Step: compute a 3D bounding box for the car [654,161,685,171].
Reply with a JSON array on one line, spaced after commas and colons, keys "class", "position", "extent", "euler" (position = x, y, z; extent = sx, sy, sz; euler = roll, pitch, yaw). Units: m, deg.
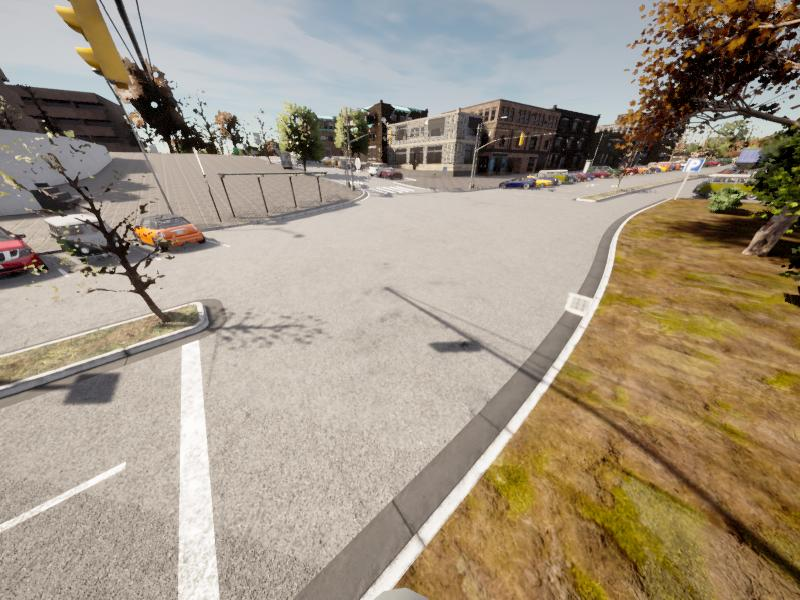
[{"class": "car", "position": [68.170, -33.897, 58.556], "extent": [4.442, 1.987, 1.878], "euler": [22, 38, 35]}]

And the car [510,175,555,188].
[{"class": "car", "position": [19.246, -17.332, 33.735], "extent": [5.366, 1.575, 1.946], "euler": [18, 36, 31]}]

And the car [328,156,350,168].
[{"class": "car", "position": [-12.791, -29.317, 49.059], "extent": [1.878, 1.987, 4.442], "euler": [21, 37, 23]}]

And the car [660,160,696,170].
[{"class": "car", "position": [73.317, -35.569, 61.045], "extent": [5.566, 2.045, 2.435], "euler": [22, 38, 36]}]

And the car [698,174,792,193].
[{"class": "car", "position": [37.900, -13.039, 25.682], "extent": [5.366, 1.575, 1.946], "euler": [21, 38, 31]}]

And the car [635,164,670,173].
[{"class": "car", "position": [60.044, -31.365, 55.174], "extent": [5.366, 1.575, 1.946], "euler": [22, 38, 35]}]

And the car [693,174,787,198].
[{"class": "car", "position": [33.092, -11.306, 22.797], "extent": [4.553, 1.767, 2.185], "euler": [20, 37, 31]}]

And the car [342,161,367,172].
[{"class": "car", "position": [-8.914, -26.385, 45.522], "extent": [2.231, 1.521, 4.892], "euler": [21, 37, 23]}]

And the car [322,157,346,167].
[{"class": "car", "position": [-14.577, -30.665, 51.280], "extent": [1.946, 1.575, 5.366], "euler": [21, 37, 23]}]

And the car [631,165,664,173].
[{"class": "car", "position": [57.558, -30.497, 53.847], "extent": [5.008, 1.535, 2.097], "euler": [22, 37, 35]}]

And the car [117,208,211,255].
[{"class": "car", "position": [-13.789, -4.164, 13.541], "extent": [4.553, 1.767, 2.185], "euler": [15, 35, 27]}]

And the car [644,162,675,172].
[{"class": "car", "position": [62.903, -32.281, 56.119], "extent": [4.442, 1.987, 1.878], "euler": [22, 38, 35]}]

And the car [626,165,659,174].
[{"class": "car", "position": [54.944, -29.664, 52.587], "extent": [4.892, 1.521, 2.231], "euler": [22, 38, 35]}]

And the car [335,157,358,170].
[{"class": "car", "position": [-10.866, -27.919, 47.185], "extent": [1.878, 1.987, 4.442], "euler": [21, 37, 23]}]

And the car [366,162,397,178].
[{"class": "car", "position": [-3.124, -22.424, 39.795], "extent": [2.435, 2.045, 5.566], "euler": [21, 37, 23]}]

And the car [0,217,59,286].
[{"class": "car", "position": [-18.453, -2.226, 10.271], "extent": [5.566, 2.045, 2.435], "euler": [15, 34, 27]}]

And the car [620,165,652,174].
[{"class": "car", "position": [52.328, -28.939, 51.258], "extent": [4.553, 1.767, 2.185], "euler": [21, 38, 34]}]

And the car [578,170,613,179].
[{"class": "car", "position": [36.781, -23.674, 43.552], "extent": [4.674, 1.452, 2.002], "euler": [20, 37, 33]}]

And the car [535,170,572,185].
[{"class": "car", "position": [24.186, -19.390, 36.497], "extent": [4.442, 1.987, 1.878], "euler": [19, 36, 31]}]

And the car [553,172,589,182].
[{"class": "car", "position": [29.144, -21.005, 39.471], "extent": [4.674, 1.452, 2.002], "euler": [19, 37, 32]}]

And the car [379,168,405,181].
[{"class": "car", "position": [-1.231, -20.775, 38.067], "extent": [2.002, 1.452, 4.674], "euler": [21, 37, 23]}]

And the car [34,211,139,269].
[{"class": "car", "position": [-16.054, -3.211, 11.856], "extent": [4.442, 1.987, 1.878], "euler": [15, 34, 27]}]

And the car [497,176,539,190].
[{"class": "car", "position": [16.543, -16.502, 32.563], "extent": [4.792, 1.488, 2.163], "euler": [18, 36, 31]}]

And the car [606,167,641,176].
[{"class": "car", "position": [47.102, -27.159, 48.787], "extent": [5.008, 1.535, 2.097], "euler": [21, 38, 34]}]

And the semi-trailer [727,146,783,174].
[{"class": "semi-trailer", "position": [71.609, -28.193, 46.484], "extent": [14.254, 4.402, 2.717], "euler": [-17, 34, -24]}]

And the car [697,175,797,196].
[{"class": "car", "position": [35.730, -12.037, 24.127], "extent": [5.366, 1.575, 1.946], "euler": [21, 37, 31]}]

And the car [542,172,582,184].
[{"class": "car", "position": [26.611, -20.140, 38.075], "extent": [4.892, 1.521, 2.231], "euler": [19, 36, 32]}]

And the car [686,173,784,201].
[{"class": "car", "position": [30.571, -10.506, 21.390], "extent": [4.442, 1.987, 1.878], "euler": [20, 38, 31]}]

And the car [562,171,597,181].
[{"class": "car", "position": [31.680, -21.906, 40.851], "extent": [4.674, 1.452, 2.002], "euler": [19, 36, 32]}]

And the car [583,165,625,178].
[{"class": "car", "position": [39.365, -24.796, 44.732], "extent": [5.566, 2.045, 2.435], "euler": [20, 37, 33]}]

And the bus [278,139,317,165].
[{"class": "bus", "position": [-22.859, -32.928, 51.322], "extent": [3.944, 4.253, 10.273], "euler": [-23, 42, -34]}]

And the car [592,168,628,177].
[{"class": "car", "position": [41.921, -25.455, 46.197], "extent": [5.008, 1.535, 2.097], "euler": [20, 37, 33]}]

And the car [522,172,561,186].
[{"class": "car", "position": [21.562, -18.424, 35.211], "extent": [4.553, 1.767, 2.185], "euler": [19, 36, 31]}]
